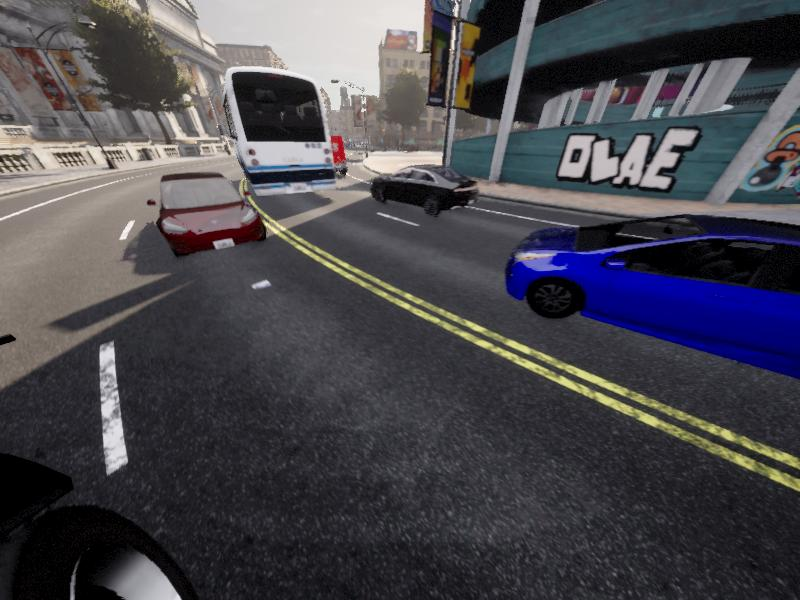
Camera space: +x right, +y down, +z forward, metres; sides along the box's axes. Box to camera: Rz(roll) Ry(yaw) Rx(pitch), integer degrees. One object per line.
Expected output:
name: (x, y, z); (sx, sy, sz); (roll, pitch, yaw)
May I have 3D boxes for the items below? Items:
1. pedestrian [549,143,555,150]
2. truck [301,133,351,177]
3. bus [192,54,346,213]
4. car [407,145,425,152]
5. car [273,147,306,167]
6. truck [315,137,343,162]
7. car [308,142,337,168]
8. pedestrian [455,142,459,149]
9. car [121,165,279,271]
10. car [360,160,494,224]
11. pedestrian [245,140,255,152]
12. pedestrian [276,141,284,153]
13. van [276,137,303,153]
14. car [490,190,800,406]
pedestrian: (52.852, -53.387, 80.285); (0.751, 1.860, 0.751); (-5, 35, -8)
truck: (-5.775, -11.072, 17.683); (2.627, 2.467, 5.204); (-13, 35, -19)
bus: (-6.820, -8.188, 11.981); (3.944, 4.253, 10.273); (-19, 40, -26)
car: (3.831, -36.901, 56.203); (4.181, 1.385, 1.994); (-3, 35, -6)
car: (-11.315, -14.903, 23.972); (2.007, 1.525, 4.514); (-6, 35, -10)
truck: (-8.986, -19.476, 29.797); (2.627, 2.467, 5.204); (-4, 35, -7)
car: (-7.859, -15.222, 24.046); (2.150, 2.045, 5.566); (-6, 35, -10)
pedestrian: (19.153, -52.102, 77.737); (0.751, 1.860, 0.751); (-1, 35, -2)
car: (-5.415, -2.662, 6.447); (2.163, 1.488, 4.792); (-24, 42, -31)
car: (0.791, -4.574, 9.309); (2.128, 1.511, 4.902); (-29, 44, -35)
pedestrian: (-27.037, -27.787, 41.659); (0.751, 1.860, 0.751); (-2, 35, -4)
pedestrian: (-22.135, -28.177, 42.591); (0.751, 1.860, 0.751); (-4, 35, -7)
van: (-22.095, -31.238, 46.558); (2.351, 2.431, 6.366); (1, 35, 0)
car: (3.980, -0.305, 3.190); (4.514, 1.525, 2.007); (21, 40, 28)
